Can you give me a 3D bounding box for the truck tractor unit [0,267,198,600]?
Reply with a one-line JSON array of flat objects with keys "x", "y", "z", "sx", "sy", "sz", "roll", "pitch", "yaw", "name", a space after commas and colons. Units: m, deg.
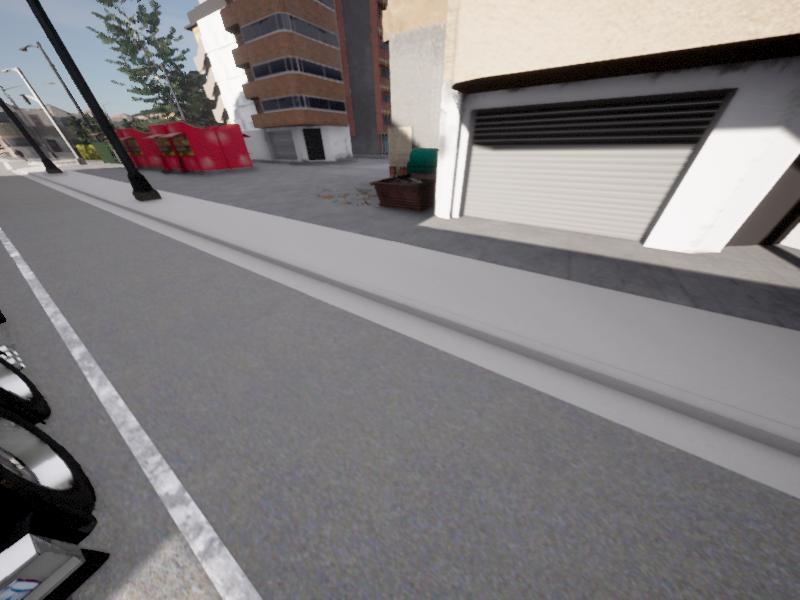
[{"x": -5.118, "y": -0.293, "z": 0.771, "sx": 6.516, "sy": 4.208, "sz": 3.053, "roll": 18, "pitch": 39, "yaw": 24, "name": "truck tractor unit"}]
